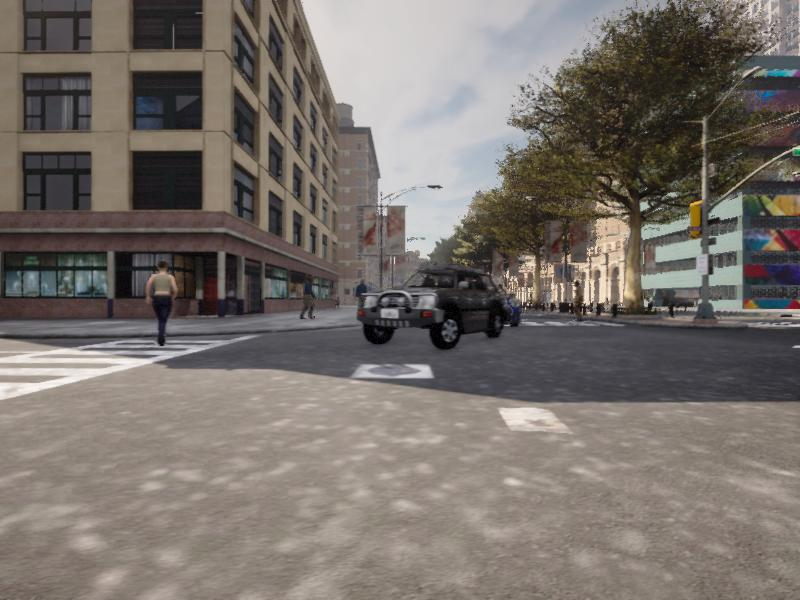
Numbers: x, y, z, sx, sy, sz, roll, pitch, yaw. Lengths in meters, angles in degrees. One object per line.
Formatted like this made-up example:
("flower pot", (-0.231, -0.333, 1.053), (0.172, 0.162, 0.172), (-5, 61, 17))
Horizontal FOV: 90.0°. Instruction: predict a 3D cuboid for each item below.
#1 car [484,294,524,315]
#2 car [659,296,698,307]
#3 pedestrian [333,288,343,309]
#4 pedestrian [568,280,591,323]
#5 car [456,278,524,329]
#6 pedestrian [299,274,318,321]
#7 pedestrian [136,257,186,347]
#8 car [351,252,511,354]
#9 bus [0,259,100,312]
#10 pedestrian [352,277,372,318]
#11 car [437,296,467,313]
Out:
("car", (7.564, 0.297, 29.474), (1.812, 1.442, 4.674), (0, 0, 1))
("car", (38.881, 0.250, 55.964), (2.161, 1.482, 4.786), (0, 0, 1))
("pedestrian", (-5.494, -0.106, 35.467), (0.751, 1.860, 0.751), (0, 0, -5))
("pedestrian", (7.973, 0.059, 17.822), (0.751, 1.860, 0.751), (0, 0, 7))
("car", (3.463, 0.108, 16.224), (2.097, 1.767, 4.553), (0, 0, 5))
("pedestrian", (-3.727, -0.113, 16.372), (0.751, 1.860, 0.751), (0, 0, -12))
("pedestrian", (-5.181, 0.033, 8.718), (0.751, 1.860, 0.751), (0, 0, -12))
("car", (1.047, 0.059, 9.702), (1.932, 1.855, 4.605), (0, 0, 32))
("bus", (-33.878, -1.169, 37.363), (3.944, 4.253, 10.273), (0, 0, 1))
("pedestrian", (-1.751, -0.109, 18.420), (0.751, 1.860, 0.751), (0, 0, -19))
("car", (4.123, 0.367, 32.591), (1.895, 1.301, 4.718), (0, 0, 1))
